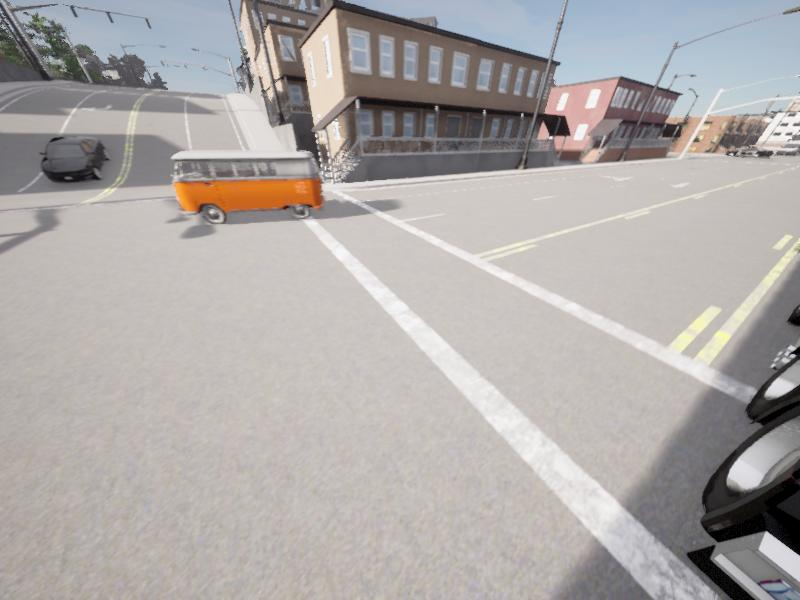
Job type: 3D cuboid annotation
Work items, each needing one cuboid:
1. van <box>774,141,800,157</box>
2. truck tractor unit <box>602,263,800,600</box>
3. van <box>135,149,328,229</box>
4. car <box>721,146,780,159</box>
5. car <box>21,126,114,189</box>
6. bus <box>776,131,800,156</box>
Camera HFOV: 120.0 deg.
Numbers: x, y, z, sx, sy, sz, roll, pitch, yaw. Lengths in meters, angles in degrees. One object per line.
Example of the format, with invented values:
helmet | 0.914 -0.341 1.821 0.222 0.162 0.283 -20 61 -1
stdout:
van | 77.851 -30.154 45.980 5.915 2.561 1.988 -18 39 -24
truck tractor unit | 5.109 -0.299 0.793 6.516 4.208 3.053 -18 39 -24
van | -4.890 -3.773 7.667 4.442 1.987 1.775 -7 36 -11
car | 60.512 -25.610 40.083 1.930 1.638 5.238 -7 35 -10
car | -18.988 -8.450 13.511 1.882 1.535 5.008 -19 55 -25
bus | 88.184 -34.113 50.317 10.273 4.253 3.944 -18 39 -24
